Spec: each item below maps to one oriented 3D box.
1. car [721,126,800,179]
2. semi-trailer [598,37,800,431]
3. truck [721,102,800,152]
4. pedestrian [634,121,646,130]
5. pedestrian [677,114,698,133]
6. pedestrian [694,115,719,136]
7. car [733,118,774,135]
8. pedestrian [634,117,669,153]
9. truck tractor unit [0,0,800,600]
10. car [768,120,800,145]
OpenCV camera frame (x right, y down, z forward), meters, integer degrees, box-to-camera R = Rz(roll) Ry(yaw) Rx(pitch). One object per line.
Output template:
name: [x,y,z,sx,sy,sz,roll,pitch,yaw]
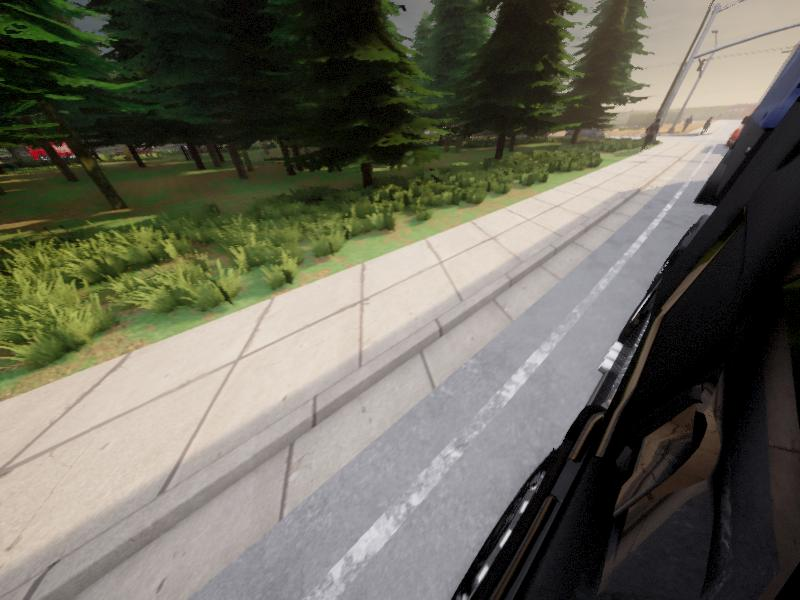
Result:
car: [16.688,-6.670,10.226,4.902,1.511,2.128,-27,43,-29]
semi-trailer: [8.663,-3.631,4.259,14.254,4.402,2.717,-29,44,-30]
truck: [25.225,-11.955,15.938,5.204,2.467,2.627,-29,44,-31]
pedestrian: [40.290,-29.298,38.789,0.751,1.300,0.751,-13,38,-13]
pedestrian: [36.557,-22.429,29.402,0.751,1.860,0.751,17,41,25]
pedestrian: [34.923,-19.860,26.345,0.751,1.860,0.751,11,39,18]
car: [40.003,-19.718,26.266,4.181,1.385,1.994,-31,45,-32]
pedestrian: [16.565,-10.870,15.249,0.751,1.860,0.751,-26,43,-28]
truck tractor unit: [2.645,-0.295,0.351,6.516,4.208,3.053,-28,44,-30]
car: [32.122,-13.103,17.944,2.033,1.411,5.357,21,43,28]
